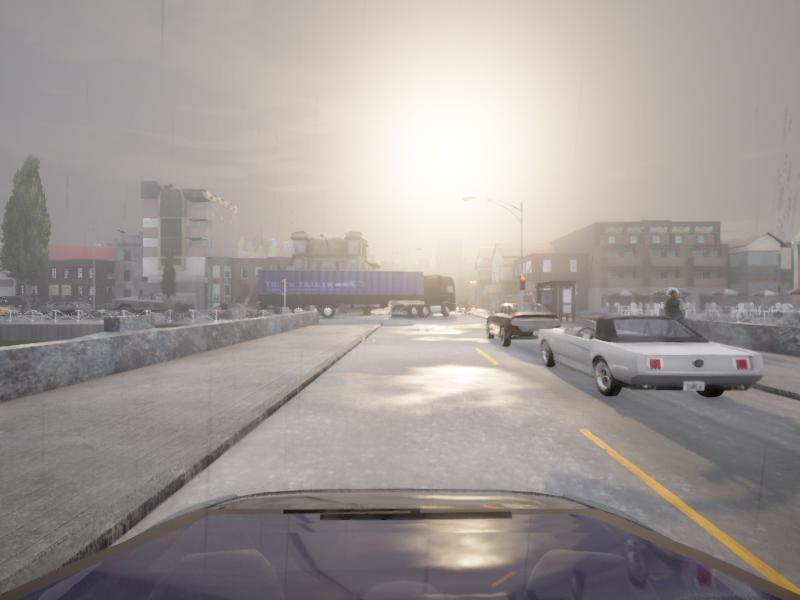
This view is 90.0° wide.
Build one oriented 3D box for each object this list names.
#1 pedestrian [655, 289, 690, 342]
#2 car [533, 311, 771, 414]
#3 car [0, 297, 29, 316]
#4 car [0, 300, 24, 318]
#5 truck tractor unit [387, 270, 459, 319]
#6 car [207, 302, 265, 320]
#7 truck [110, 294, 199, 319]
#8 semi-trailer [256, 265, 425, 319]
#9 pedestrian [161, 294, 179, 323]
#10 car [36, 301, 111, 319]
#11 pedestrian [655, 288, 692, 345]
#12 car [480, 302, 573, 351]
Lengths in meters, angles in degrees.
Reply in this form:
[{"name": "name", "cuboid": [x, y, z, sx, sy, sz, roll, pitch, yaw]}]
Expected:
[{"name": "pedestrian", "cuboid": [9.763, 0.533, 14.334, 0.751, 1.860, 0.751, 0, 0, 1]}, {"name": "car", "cuboid": [4.303, 0.944, 7.966, 1.895, 1.301, 4.718, 0, 0, 2]}, {"name": "car", "cuboid": [-39.356, 0.646, 39.469, 3.866, 1.878, 1.905, 0, 0, 2]}, {"name": "car", "cuboid": [-36.728, 0.802, 35.380, 5.366, 1.575, 1.801, 0, 0, 2]}, {"name": "truck tractor unit", "cuboid": [2.292, -0.517, 37.937, 6.516, 4.208, 3.053, 0, 0, -41]}, {"name": "car", "cuboid": [-14.068, 0.922, 34.427, 4.181, 1.385, 1.994, 0, 0, -4]}, {"name": "truck", "cuboid": [-21.283, 0.542, 34.862, 6.274, 2.098, 2.390, 0, 0, 2]}, {"name": "semi-trailer", "cuboid": [-5.022, -0.619, 35.447, 14.254, 4.402, 2.717, 0, 0, -12]}, {"name": "pedestrian", "cuboid": [-15.249, 0.547, 26.534, 0.751, 1.860, 0.751, 0, 0, 2]}, {"name": "car", "cuboid": [-28.550, 0.836, 35.105, 4.902, 1.511, 2.128, 0, 0, 2]}, {"name": "pedestrian", "cuboid": [9.120, 0.533, 13.368, 0.751, 1.860, 0.751, 0, 0, 2]}, {"name": "car", "cuboid": [4.438, 0.836, 14.911, 2.128, 1.511, 4.902, 0, 0, 3]}]
